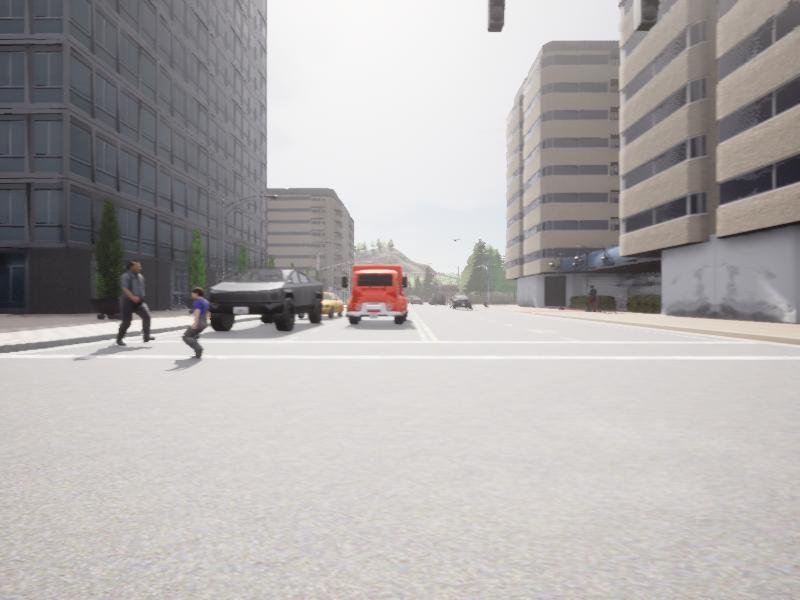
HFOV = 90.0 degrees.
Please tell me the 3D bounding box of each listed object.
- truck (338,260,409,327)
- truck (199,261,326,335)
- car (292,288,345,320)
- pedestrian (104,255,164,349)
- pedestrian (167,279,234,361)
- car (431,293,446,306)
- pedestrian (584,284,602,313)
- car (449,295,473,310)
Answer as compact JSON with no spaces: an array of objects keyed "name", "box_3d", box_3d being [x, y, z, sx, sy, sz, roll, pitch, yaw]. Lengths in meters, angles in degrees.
[{"name":"truck","box_3d":[-0.950,-0.243,17.435,2.627,2.467,5.204,0,0,1]},{"name":"truck","box_3d":[-4.493,-0.057,14.530,2.390,2.098,6.274,0,0,1]},{"name":"car","box_3d":[-4.358,0.202,22.363,1.801,1.575,5.366,0,0,1]},{"name":"pedestrian","box_3d":[-5.519,0.037,8.331,0.751,1.860,0.751,0,0,20]},{"name":"pedestrian","box_3d":[-3.309,0.317,6.701,0.751,1.300,0.751,0,0,-2]},{"name":"car","box_3d":[6.577,-0.057,68.931,2.150,2.045,5.566,0,0,1]},{"name":"pedestrian","box_3d":[12.413,-0.115,25.773,0.751,1.860,0.751,0,0,-9]},{"name":"car","box_3d":[6.299,0.270,41.863,1.812,1.442,4.674,0,0,0]}]
